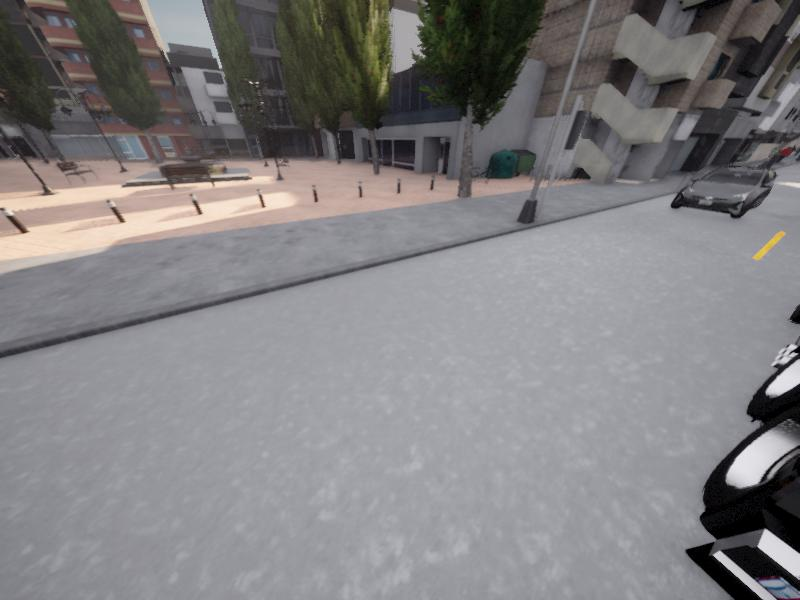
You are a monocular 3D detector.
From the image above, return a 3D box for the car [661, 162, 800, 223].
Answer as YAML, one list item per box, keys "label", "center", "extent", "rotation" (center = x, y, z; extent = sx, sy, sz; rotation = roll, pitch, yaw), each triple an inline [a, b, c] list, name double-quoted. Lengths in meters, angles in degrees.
- label: "car"
  center: [12.984, -4.404, 9.113]
  extent: [4.514, 1.525, 2.007]
  rotation: [-18, 39, -25]

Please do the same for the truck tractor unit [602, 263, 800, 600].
- label: "truck tractor unit"
  center: [5.112, -0.299, 0.780]
  extent: [6.516, 4.208, 3.053]
  rotation: [-18, 39, -24]

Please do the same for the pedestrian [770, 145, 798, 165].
- label: "pedestrian"
  center: [43.947, -16.650, 26.472]
  extent: [0.751, 1.860, 0.751]
  rotation: [-16, 38, -22]
